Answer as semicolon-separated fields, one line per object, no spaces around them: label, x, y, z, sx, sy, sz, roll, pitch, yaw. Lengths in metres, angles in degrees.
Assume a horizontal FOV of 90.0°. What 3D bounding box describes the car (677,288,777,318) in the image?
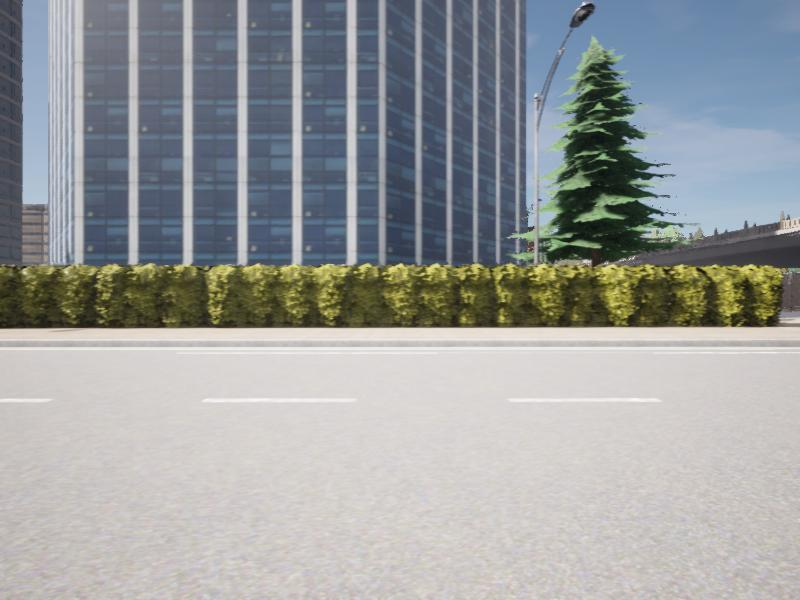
car;18.332;0.165;22.747;2.007;1.525;4.514;0;0;0
